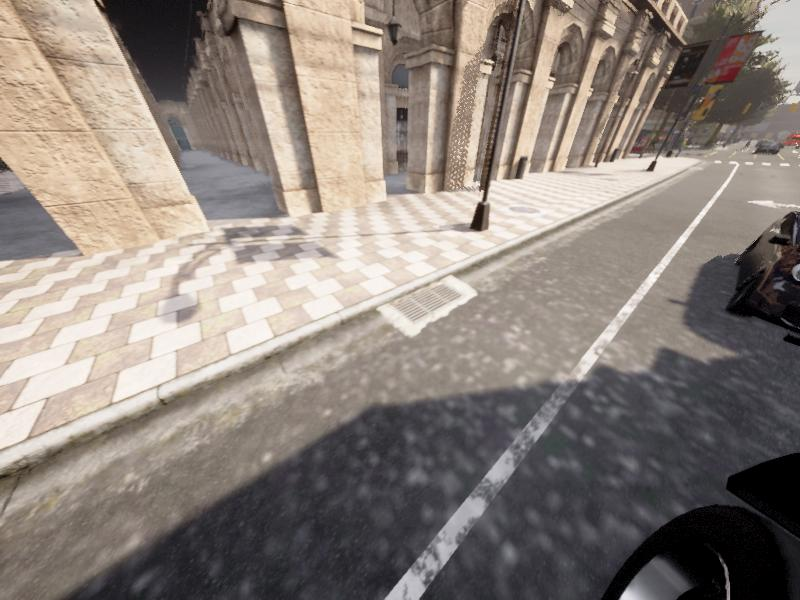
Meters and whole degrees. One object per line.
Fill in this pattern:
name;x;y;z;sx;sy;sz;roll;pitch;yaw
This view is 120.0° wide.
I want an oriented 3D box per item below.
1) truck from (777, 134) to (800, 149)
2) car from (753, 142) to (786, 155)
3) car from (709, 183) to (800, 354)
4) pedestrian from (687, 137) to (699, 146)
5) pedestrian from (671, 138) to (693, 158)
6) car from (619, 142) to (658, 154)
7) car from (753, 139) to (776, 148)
truck;80.957;-32.634;47.417;5.204;2.467;2.627;-25;42;-30
car;51.855;-21.298;32.513;4.181;1.385;1.994;-25;42;-30
car;6.522;-0.513;3.258;3.633;1.501;1.845;-24;42;-30
pedestrian;69.866;-37.817;55.128;0.751;1.860;0.751;11;37;16
pedestrian;31.408;-16.920;25.769;0.751;1.860;0.751;-23;41;-29
car;37.596;-24.091;36.506;1.845;1.501;3.633;-25;42;-30
car;79.232;-33.986;50.254;4.902;1.511;2.128;-25;42;-30
